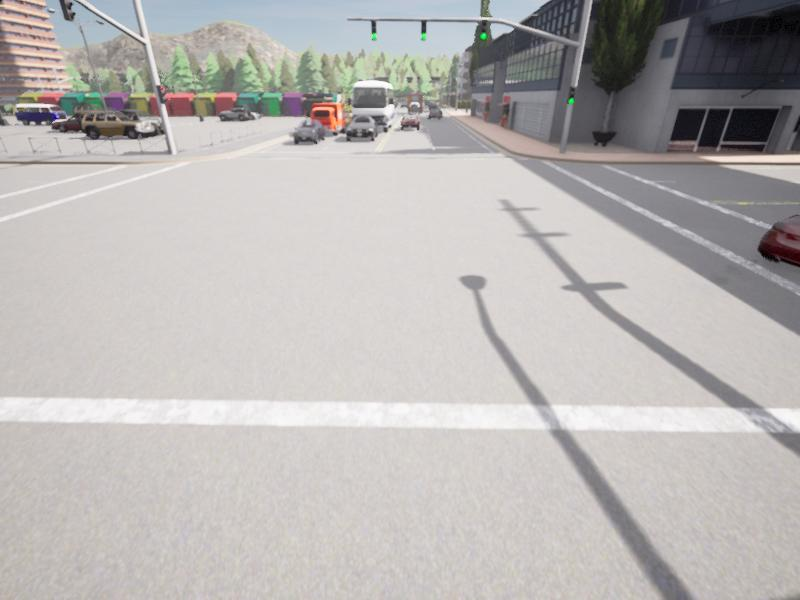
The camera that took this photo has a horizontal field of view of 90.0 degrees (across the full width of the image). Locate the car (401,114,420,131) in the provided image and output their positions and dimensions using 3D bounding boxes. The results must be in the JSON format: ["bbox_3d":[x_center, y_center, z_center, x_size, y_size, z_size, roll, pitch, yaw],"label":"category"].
[{"bbox_3d":[1.101,-18.277,41.075,1.895,1.301,4.718,1,27,2],"label":"car"}]

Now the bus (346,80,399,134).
[{"bbox_3d":[-2.342,-19.000,39.229,3.944,4.253,10.273,1,27,2],"label":"bus"}]

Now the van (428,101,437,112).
[{"bbox_3d":[6.786,-40.819,84.501,1.775,1.987,4.442,1,27,2],"label":"van"}]

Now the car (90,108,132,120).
[{"bbox_3d":[-37.722,-24.365,52.351,3.905,1.438,1.784,1,27,1],"label":"car"}]

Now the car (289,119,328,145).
[{"bbox_3d":[-6.455,-12.048,28.587,1.845,1.501,3.633,1,27,1],"label":"car"}]

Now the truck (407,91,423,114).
[{"bbox_3d":[2.996,-38.651,78.213,2.891,3.827,8.468,1,27,2],"label":"truck"}]

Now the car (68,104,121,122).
[{"bbox_3d":[-37.841,-23.236,49.677,4.605,1.855,1.932,1,27,1],"label":"car"}]

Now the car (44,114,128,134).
[{"bbox_3d":[-27.048,-15.241,34.565,5.357,1.415,2.033,1,27,1],"label":"car"}]

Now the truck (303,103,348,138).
[{"bbox_3d":[-6.221,-15.554,34.423,2.627,2.467,5.204,1,27,2],"label":"truck"}]

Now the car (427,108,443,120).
[{"bbox_3d":[5.173,-27.322,58.704,2.033,1.411,5.357,4,27,7],"label":"car"}]

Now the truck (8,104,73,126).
[{"bbox_3d":[-37.940,-19.586,42.315,4.478,2.038,2.069,1,27,1],"label":"truck"}]

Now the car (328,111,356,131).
[{"bbox_3d":[-5.899,-18.540,41.253,1.801,1.575,5.366,1,27,2],"label":"car"}]

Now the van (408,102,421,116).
[{"bbox_3d":[2.560,-33.487,70.069,2.069,2.038,4.480,1,27,2],"label":"van"}]

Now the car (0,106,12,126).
[{"bbox_3d":[-44.319,-19.559,42.456,3.866,1.878,1.905,1,27,1],"label":"car"}]

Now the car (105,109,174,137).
[{"bbox_3d":[-20.660,-14.149,31.936,3.866,1.878,1.905,1,27,1],"label":"car"}]

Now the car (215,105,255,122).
[{"bbox_3d":[-20.324,-23.068,49.412,3.866,1.878,1.905,1,27,1],"label":"car"}]

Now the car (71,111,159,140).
[{"bbox_3d":[-20.769,-12.837,29.358,4.605,1.855,1.932,1,27,1],"label":"car"}]

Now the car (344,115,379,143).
[{"bbox_3d":[-2.881,-13.358,31.064,2.152,1.651,5.027,1,27,1],"label":"car"}]

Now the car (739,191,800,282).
[{"bbox_3d":[9.349,-1.247,7.653,4.181,1.385,1.994,-7,28,-13],"label":"car"}]

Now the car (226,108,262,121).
[{"bbox_3d":[-20.258,-24.170,52.099,3.806,1.475,1.970,1,27,1],"label":"car"}]
